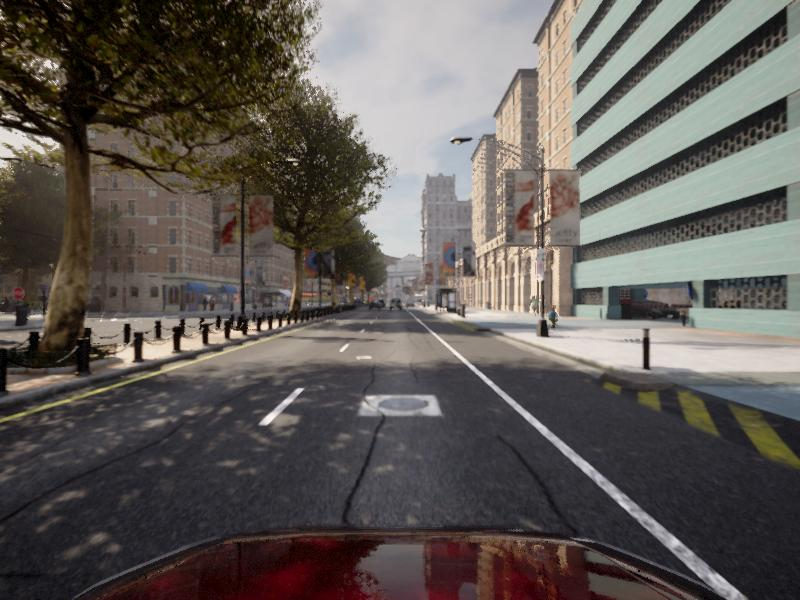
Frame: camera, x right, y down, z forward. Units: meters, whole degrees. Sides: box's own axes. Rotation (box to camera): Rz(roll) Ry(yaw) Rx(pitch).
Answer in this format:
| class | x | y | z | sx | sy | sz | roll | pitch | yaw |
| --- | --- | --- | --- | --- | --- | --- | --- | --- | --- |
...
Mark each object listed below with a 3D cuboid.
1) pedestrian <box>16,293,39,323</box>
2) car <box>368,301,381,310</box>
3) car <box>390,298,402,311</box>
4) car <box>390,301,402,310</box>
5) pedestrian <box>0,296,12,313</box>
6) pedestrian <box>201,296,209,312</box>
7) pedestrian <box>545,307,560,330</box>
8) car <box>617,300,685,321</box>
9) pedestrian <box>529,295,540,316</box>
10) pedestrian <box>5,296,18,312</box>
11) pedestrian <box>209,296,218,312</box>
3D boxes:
| class | x | y | z | sx | sy | sz | roll | pitch | yaw |
| --- | --- | --- | --- | --- | --- | --- | --- | --- | --- |
| pedestrian | -23.010 | 0.489 | 24.714 | 0.751 | 1.860 | 0.751 | 0 | 0 | -1 |
| car | -4.184 | 0.853 | 66.646 | 1.837 | 1.490 | 4.892 | 0 | 0 | -1 |
| car | -0.640 | 0.661 | 62.746 | 1.932 | 1.855 | 4.605 | 0 | 0 | -1 |
| car | -0.722 | 0.905 | 70.105 | 1.970 | 1.475 | 3.806 | 0 | 0 | -1 |
| pedestrian | -43.858 | 0.493 | 44.501 | 0.751 | 1.860 | 0.751 | 0 | 0 | -29 |
| pedestrian | -23.624 | 0.492 | 48.532 | 0.751 | 1.860 | 0.751 | 0 | 0 | -11 |
| pedestrian | 7.306 | 0.867 | 19.132 | 0.500 | 1.100 | 0.500 | 0 | 0 | -6 |
| car | 19.036 | 0.760 | 30.629 | 2.161 | 1.482 | 4.786 | 0 | 0 | -1 |
| pedestrian | 12.175 | 0.490 | 36.324 | 0.751 | 1.860 | 0.751 | 0 | 0 | -2 |
| pedestrian | -45.126 | 0.493 | 46.432 | 0.751 | 1.860 | 0.751 | 0 | 0 | -6 |
| pedestrian | -22.720 | 0.492 | 48.637 | 0.751 | 1.860 | 0.751 | 0 | 0 | -2 |
